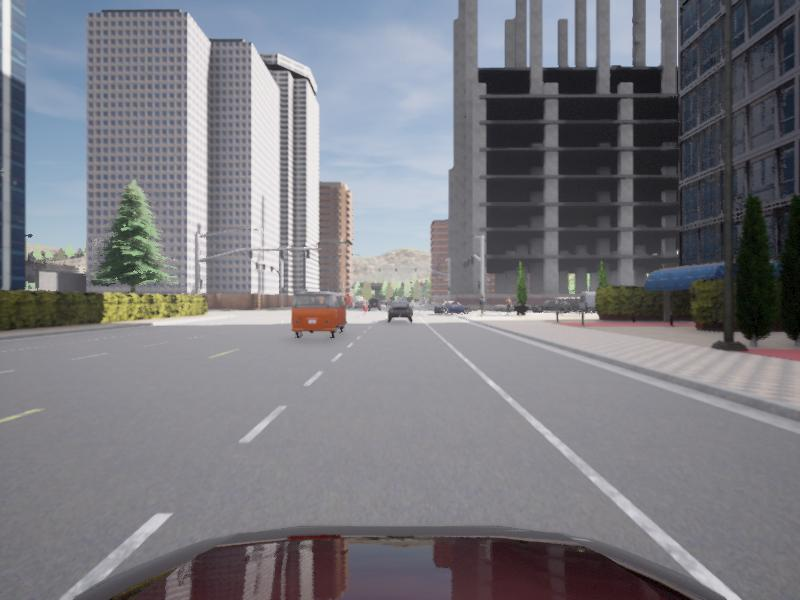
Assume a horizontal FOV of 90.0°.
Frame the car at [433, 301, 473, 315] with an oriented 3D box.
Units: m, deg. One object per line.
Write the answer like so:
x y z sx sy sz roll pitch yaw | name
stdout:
5.730 0.868 43.306 3.806 1.475 1.970 0 0 -24 | car

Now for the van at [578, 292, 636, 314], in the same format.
24.477 0.338 47.470 5.915 2.561 1.988 0 0 0 | van

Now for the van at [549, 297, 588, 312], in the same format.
22.909 0.590 54.483 4.480 2.038 2.069 0 0 0 | van

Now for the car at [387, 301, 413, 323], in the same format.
-0.002 0.857 31.016 1.837 1.490 4.892 0 0 0 | car

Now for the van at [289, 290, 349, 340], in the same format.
-3.490 0.604 18.041 1.775 1.987 4.442 0 0 0 | van

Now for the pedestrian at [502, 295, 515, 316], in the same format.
9.524 0.497 35.113 0.751 1.860 0.751 0 0 -17 | pedestrian

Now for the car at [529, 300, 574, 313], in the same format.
19.245 0.798 51.004 5.027 1.651 2.152 0 0 0 | car

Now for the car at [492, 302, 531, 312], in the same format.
15.139 0.963 54.534 4.718 1.301 1.895 0 0 0 | car

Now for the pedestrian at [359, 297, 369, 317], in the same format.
-3.300 0.650 36.948 0.751 1.860 0.751 0 0 -24 | pedestrian

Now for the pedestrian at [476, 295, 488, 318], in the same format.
6.750 0.496 32.953 0.751 1.860 0.751 0 0 -2 | pedestrian

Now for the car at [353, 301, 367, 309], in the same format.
-7.120 0.876 72.119 2.007 1.525 4.514 0 0 1 | car
